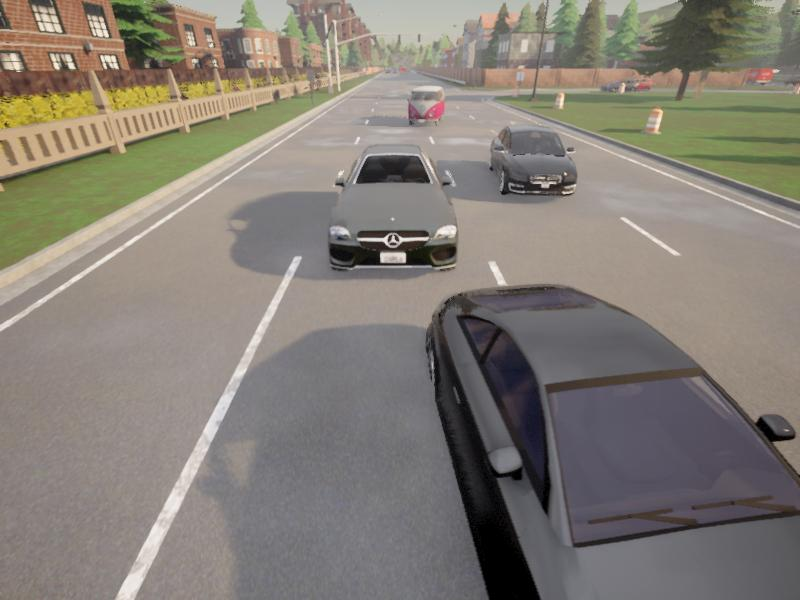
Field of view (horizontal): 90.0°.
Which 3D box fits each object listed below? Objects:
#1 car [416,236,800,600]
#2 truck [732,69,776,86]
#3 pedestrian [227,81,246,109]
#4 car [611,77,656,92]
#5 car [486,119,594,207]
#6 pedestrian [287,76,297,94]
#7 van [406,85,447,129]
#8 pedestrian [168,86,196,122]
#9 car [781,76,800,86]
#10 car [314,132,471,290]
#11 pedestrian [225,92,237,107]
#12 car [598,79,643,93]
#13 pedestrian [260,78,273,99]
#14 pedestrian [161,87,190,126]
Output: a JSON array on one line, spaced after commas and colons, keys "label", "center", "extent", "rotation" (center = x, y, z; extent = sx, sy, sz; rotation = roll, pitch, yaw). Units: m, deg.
[{"label": "car", "center": [1.430, 1.002, 2.936], "extent": [1.994, 1.385, 4.181], "rotation": [-5, 30, -5]}, {"label": "truck", "center": [62.057, -39.184, 70.280], "extent": [2.627, 2.467, 5.204], "rotation": [0, 30, 0]}, {"label": "pedestrian", "center": [-12.524, -15.685, 30.670], "extent": [0.751, 1.860, 0.751], "rotation": [0, 30, 0]}, {"label": "car", "center": [31.999, -29.581, 54.910], "extent": [4.611, 1.667, 2.242], "rotation": [-3, 30, -5]}, {"label": "car", "center": [3.754, -4.211, 11.702], "extent": [1.837, 1.490, 4.892], "rotation": [2, 30, 5]}, {"label": "pedestrian", "center": [-12.692, -25.187, 46.910], "extent": [0.751, 1.860, 0.751], "rotation": [-1, 30, -1]}, {"label": "van", "center": [1.603, -11.451, 23.597], "extent": [1.775, 1.987, 4.442], "rotation": [5, 31, 9]}, {"label": "pedestrian", "center": [-13.004, -11.696, 23.856], "extent": [0.751, 1.860, 0.751], "rotation": [5, 31, 8]}, {"label": "car", "center": [66.735, -36.431, 66.542], "extent": [2.163, 1.488, 4.792], "rotation": [0, 30, 0]}, {"label": "car", "center": [-0.130, -2.152, 8.069], "extent": [2.152, 1.651, 5.027], "rotation": [0, 30, 0]}, {"label": "pedestrian", "center": [-13.677, -16.226, 32.354], "extent": [0.500, 1.100, 0.500], "rotation": [0, 30, 1]}, {"label": "car", "center": [28.435, -27.683, 51.760], "extent": [4.514, 1.525, 2.007], "rotation": [-3, 30, -5]}, {"label": "pedestrian", "center": [-13.388, -21.277, 40.232], "extent": [0.751, 1.860, 0.751], "rotation": [0, 30, 1]}, {"label": "pedestrian", "center": [-12.481, -10.768, 22.266], "extent": [0.751, 1.860, 0.751], "rotation": [-1, 30, -2]}]
